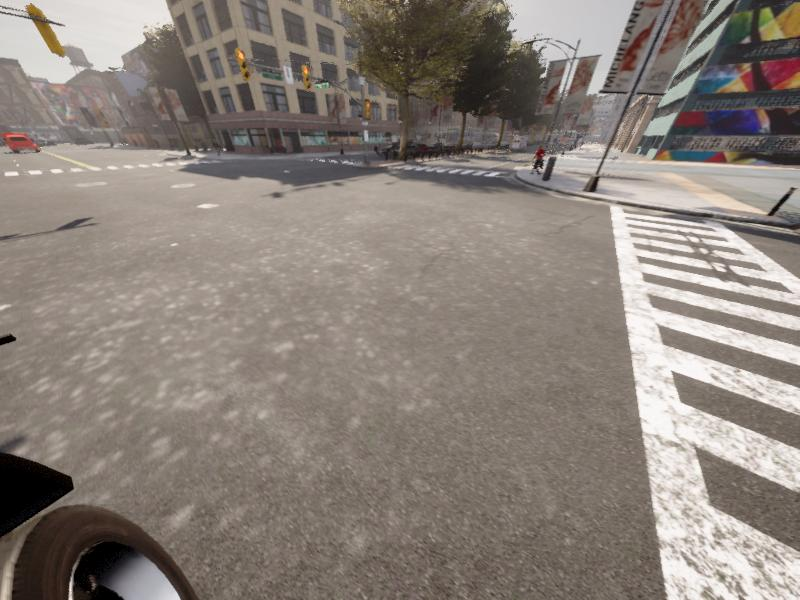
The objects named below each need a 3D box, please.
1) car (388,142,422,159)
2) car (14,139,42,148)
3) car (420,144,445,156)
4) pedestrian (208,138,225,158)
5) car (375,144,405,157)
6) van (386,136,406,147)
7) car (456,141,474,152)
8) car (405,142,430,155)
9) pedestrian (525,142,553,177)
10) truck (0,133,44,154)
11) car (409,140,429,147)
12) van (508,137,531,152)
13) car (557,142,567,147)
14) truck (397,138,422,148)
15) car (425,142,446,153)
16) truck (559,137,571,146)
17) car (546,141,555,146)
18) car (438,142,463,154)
[{"bbox_3d":[0.730,-19.895,30.678,2.242,1.667,4.611,22,41,28],"label":"car"},{"bbox_3d":[-80.209,-33.810,49.873,2.007,1.525,4.514,-28,44,-34],"label":"car"},{"bbox_3d":[5.056,-23.349,35.876,1.994,1.385,4.181,22,41,27],"label":"car"},{"bbox_3d":[-21.466,-17.805,27.043,0.751,1.860,0.751,26,43,32],"label":"pedestrian"},{"bbox_3d":[-1.346,-21.587,33.254,1.812,1.442,4.674,22,40,28],"label":"car"},{"bbox_3d":[-1.251,-46.945,68.265,5.915,2.561,1.988,21,40,27],"label":"van"},{"bbox_3d":[12.644,-29.714,44.763,1.851,1.617,3.988,22,41,28],"label":"car"},{"bbox_3d":[2.911,-25.178,38.314,2.007,1.525,4.514,22,41,28],"label":"car"},{"bbox_3d":[8.929,-9.043,14.891,0.751,1.860,0.751,-14,38,-19],"label":"pedestrian"},{"bbox_3d":[-55.828,-23.097,34.026,5.204,2.467,2.627,22,41,28],"label":"truck"},{"bbox_3d":[5.247,-44.025,65.018,5.366,1.575,1.801,21,40,26],"label":"car"},{"bbox_3d":[24.186,-31.491,46.674,2.351,2.431,6.366,22,41,28],"label":"van"},{"bbox_3d":[54.741,-52.729,78.043,1.895,1.301,4.718,22,41,28],"label":"car"},{"bbox_3d":[2.577,-42.797,62.798,6.274,2.098,2.390,21,40,27],"label":"truck"},{"bbox_3d":[6.618,-28.256,42.740,1.837,1.490,4.892,22,40,27],"label":"car"},{"bbox_3d":[59.327,-56.992,83.111,2.627,2.467,5.204,22,41,28],"label":"truck"},{"bbox_3d":[51.584,-53.582,79.025,1.845,1.501,3.633,21,40,26],"label":"car"},{"bbox_3d":[8.859,-26.547,40.321,2.128,1.511,4.902,22,41,28],"label":"car"}]
